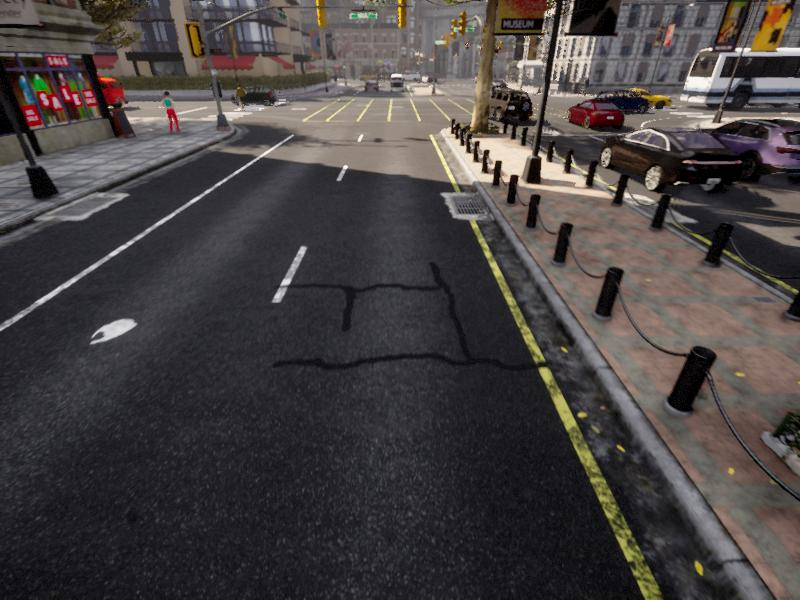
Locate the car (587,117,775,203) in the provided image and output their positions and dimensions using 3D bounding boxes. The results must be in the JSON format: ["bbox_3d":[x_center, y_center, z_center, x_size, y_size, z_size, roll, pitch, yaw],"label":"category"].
[{"bbox_3d":[7.868,-4.398,12.036,2.128,1.511,4.902,0,30,0],"label":"car"}]

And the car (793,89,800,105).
[{"bbox_3d":[38.747,-18.306,35.694,4.611,1.667,2.242,0,30,-1],"label":"car"}]

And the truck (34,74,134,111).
[{"bbox_3d":[-24.964,-16.564,31.872,5.204,2.467,2.627,0,30,-1],"label":"truck"}]

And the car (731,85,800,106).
[{"bbox_3d":[32.496,-18.251,35.658,3.988,1.617,1.851,0,30,-1],"label":"car"}]

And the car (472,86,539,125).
[{"bbox_3d":[6.568,-12.539,25.602,1.932,1.855,4.605,-7,32,-15],"label":"car"}]

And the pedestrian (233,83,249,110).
[{"bbox_3d":[-12.439,-15.886,31.278,0.751,1.860,0.751,-6,31,-10],"label":"pedestrian"}]

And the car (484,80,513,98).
[{"bbox_3d":[11.166,-24.182,45.753,1.930,1.638,5.238,0,30,0],"label":"car"}]

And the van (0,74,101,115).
[{"bbox_3d":[-25.634,-14.819,28.818,5.915,2.561,1.988,-1,30,-1],"label":"van"}]

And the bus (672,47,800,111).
[{"bbox_3d":[28.819,-17.669,32.038,10.273,4.253,3.944,0,30,-1],"label":"bus"}]

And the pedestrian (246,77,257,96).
[{"bbox_3d":[-16.205,-23.292,43.642,0.751,1.860,0.751,-10,32,-16],"label":"pedestrian"}]

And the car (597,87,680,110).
[{"bbox_3d":[19.313,-16.468,32.623,5.366,1.575,1.801,1,30,2],"label":"car"}]

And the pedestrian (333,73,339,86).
[{"bbox_3d":[-10.459,-35.976,65.344,0.751,1.860,0.751,4,31,7],"label":"pedestrian"}]

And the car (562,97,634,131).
[{"bbox_3d":[11.305,-10.859,23.234,1.994,1.385,4.181,0,30,0],"label":"car"}]

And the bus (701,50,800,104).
[{"bbox_3d":[35.763,-21.111,37.933,10.273,4.253,3.944,0,30,0],"label":"bus"}]

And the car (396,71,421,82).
[{"bbox_3d":[1.879,-49.442,88.562,5.566,2.045,2.150,0,30,0],"label":"car"}]

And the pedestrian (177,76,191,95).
[{"bbox_3d":[-24.915,-24.763,46.151,0.751,1.860,0.751,-1,30,-1],"label":"pedestrian"}]

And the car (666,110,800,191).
[{"bbox_3d":[11.365,-5.043,13.028,2.033,1.649,4.856,0,30,0],"label":"car"}]

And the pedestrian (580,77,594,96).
[{"bbox_3d":[21.000,-24.063,44.990,0.751,1.860,0.751,-7,31,-11],"label":"pedestrian"}]

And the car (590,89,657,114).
[{"bbox_3d":[16.370,-14.614,29.473,3.705,1.549,1.789,0,30,-1],"label":"car"}]

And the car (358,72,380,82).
[{"bbox_3d":[-6.810,-49.220,88.338,4.605,1.855,1.932,5,31,8],"label":"car"}]

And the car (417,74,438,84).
[{"bbox_3d":[5.722,-45.848,82.917,2.038,1.542,4.974,-14,34,-23],"label":"car"}]

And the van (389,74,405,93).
[{"bbox_3d":[-0.383,-29.640,54.684,2.069,2.038,4.480,0,30,0],"label":"van"}]

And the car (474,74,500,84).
[{"bbox_3d":[17.604,-44.811,81.065,5.027,1.651,2.152,-21,36,-31],"label":"car"}]

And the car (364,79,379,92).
[{"bbox_3d":[-3.891,-29.684,55.348,1.812,1.442,4.674,0,30,0],"label":"car"}]

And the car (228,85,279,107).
[{"bbox_3d":[-12.833,-17.993,35.241,3.705,1.549,1.789,0,30,-1],"label":"car"}]

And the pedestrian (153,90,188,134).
[{"bbox_3d":[-11.068,-9.091,19.355,0.751,1.860,0.751,0,30,-1],"label":"pedestrian"}]
